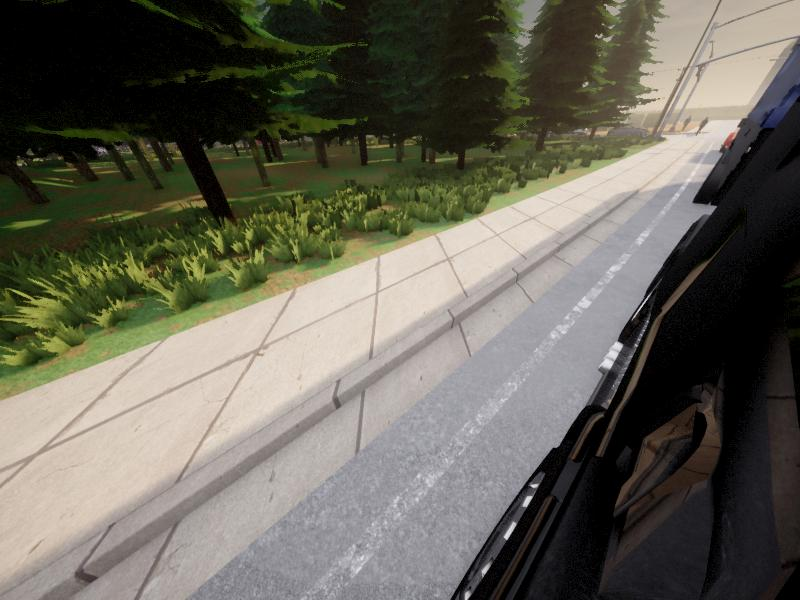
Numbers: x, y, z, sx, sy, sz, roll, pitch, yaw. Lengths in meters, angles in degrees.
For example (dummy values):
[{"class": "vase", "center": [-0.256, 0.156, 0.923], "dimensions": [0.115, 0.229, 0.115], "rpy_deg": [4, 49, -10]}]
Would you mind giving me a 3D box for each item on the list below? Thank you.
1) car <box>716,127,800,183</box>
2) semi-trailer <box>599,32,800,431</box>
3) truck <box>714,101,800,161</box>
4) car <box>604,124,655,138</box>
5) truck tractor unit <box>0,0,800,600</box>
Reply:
[{"class": "car", "center": [15.883, -6.350, 9.892], "dimensions": [4.902, 1.511, 2.128], "rpy_deg": [-29, 44, -30]}, {"class": "semi-trailer", "center": [8.645, -3.642, 4.278], "dimensions": [14.254, 4.402, 2.717], "rpy_deg": [-29, 44, -30]}, {"class": "truck", "center": [21.378, -9.911, 13.486], "dimensions": [5.204, 2.467, 2.627], "rpy_deg": [-30, 44, -31]}, {"class": "car", "center": [29.390, -21.736, 29.761], "dimensions": [1.994, 1.385, 4.181], "rpy_deg": [-29, 44, -30]}, {"class": "truck tractor unit", "center": [2.645, -0.295, 0.351], "dimensions": [6.516, 4.208, 3.053], "rpy_deg": [-28, 44, -30]}]
